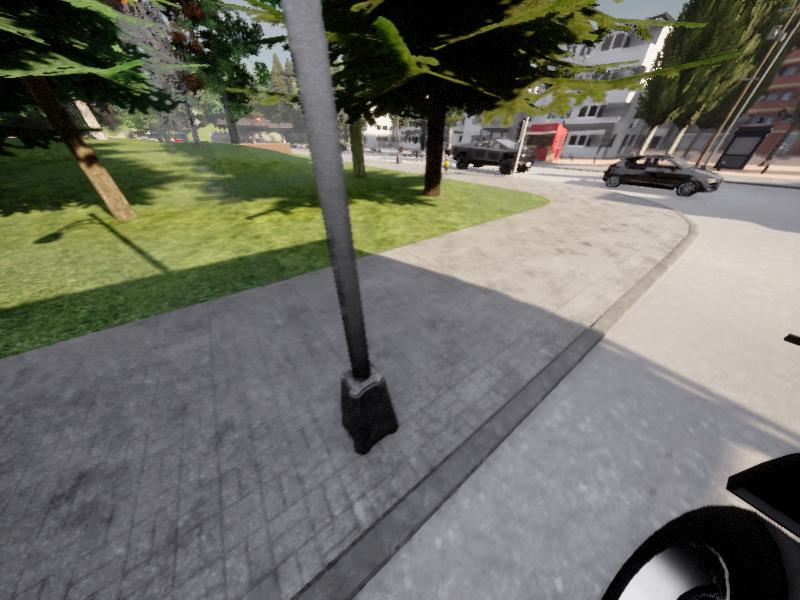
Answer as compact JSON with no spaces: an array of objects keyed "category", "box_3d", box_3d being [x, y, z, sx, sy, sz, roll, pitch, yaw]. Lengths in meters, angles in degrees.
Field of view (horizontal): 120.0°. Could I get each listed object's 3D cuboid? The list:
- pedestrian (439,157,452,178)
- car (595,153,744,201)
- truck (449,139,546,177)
[{"category":"pedestrian","box_3d":[2.903,-8.470,14.711,0.500,1.100,0.500,-24,41,-29]},{"category":"car","box_3d":[12.581,-6.107,11.185,1.816,1.474,4.193,-20,40,-26]},{"category":"truck","box_3d":[6.954,-10.966,17.576,2.390,2.098,6.274,-23,41,-28]}]
